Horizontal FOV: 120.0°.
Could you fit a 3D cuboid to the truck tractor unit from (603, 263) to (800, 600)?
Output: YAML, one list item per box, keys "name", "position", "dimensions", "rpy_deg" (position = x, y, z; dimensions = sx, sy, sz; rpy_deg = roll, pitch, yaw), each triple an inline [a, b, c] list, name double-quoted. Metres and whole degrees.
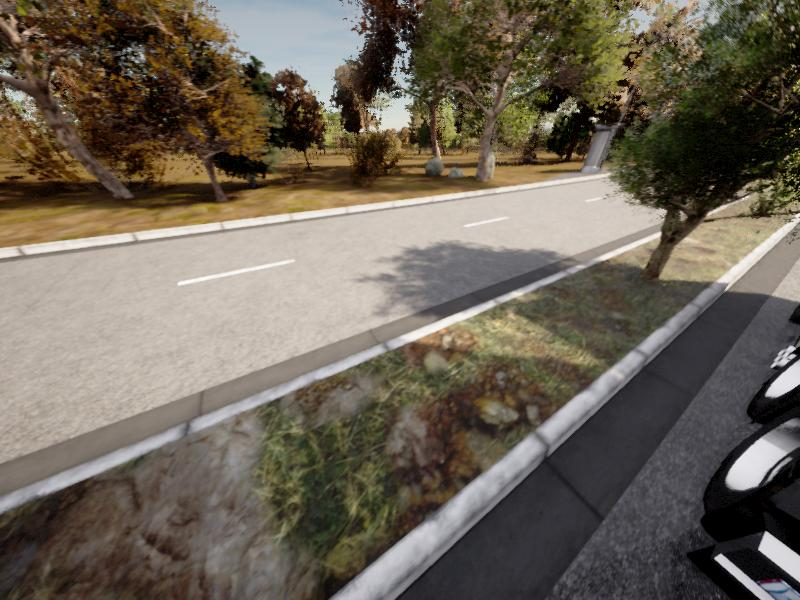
- name: "truck tractor unit"
  position: [5.108, -0.302, 0.795]
  dimensions: [6.516, 4.208, 3.053]
  rpy_deg: [-18, 39, -24]
